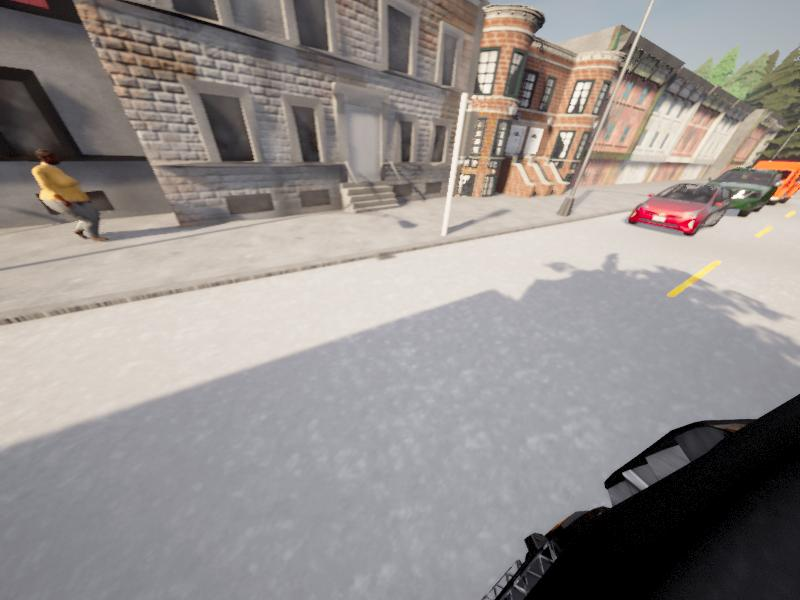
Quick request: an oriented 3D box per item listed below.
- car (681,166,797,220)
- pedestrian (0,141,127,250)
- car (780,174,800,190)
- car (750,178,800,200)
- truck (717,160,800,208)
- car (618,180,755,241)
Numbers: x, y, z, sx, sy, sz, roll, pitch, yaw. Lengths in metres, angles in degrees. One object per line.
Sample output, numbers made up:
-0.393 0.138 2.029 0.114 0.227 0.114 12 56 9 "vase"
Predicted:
18.201 -5.896 12.421 5.566 2.045 2.150 -16 38 -26 "car"
-6.796 -2.089 4.708 0.751 1.860 0.751 -14 37 -24 "pedestrian"
49.280 -14.425 28.192 4.792 1.488 2.163 -16 38 -26 "car"
32.482 -9.606 19.797 4.718 1.301 1.895 -16 38 -26 "car"
25.593 -8.152 16.008 5.204 2.467 2.627 -16 38 -26 "truck"
11.100 -3.662 8.976 4.514 1.525 2.007 -16 38 -26 "car"
